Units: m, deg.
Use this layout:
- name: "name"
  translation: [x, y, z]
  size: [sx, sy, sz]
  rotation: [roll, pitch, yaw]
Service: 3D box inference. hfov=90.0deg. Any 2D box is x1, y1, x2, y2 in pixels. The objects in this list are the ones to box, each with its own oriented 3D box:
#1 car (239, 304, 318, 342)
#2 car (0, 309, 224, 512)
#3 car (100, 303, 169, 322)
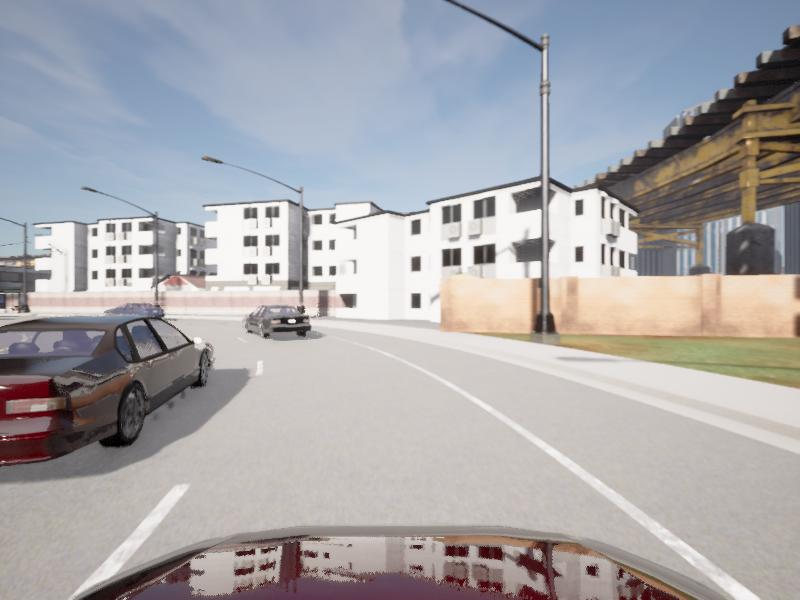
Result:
- name: "car"
  translation: [-5.673, 0.903, 18.127]
  size: [2.033, 1.411, 5.357]
  rotation: [0, 0, -33]
- name: "car"
  translation: [-4.096, 0.900, 5.529]
  size: [2.033, 1.411, 5.357]
  rotation: [0, 0, -12]
- name: "car"
  translation: [-20.645, 0.920, 31.082]
  size: [5.357, 1.411, 2.033]
  rotation: [0, 0, 25]
